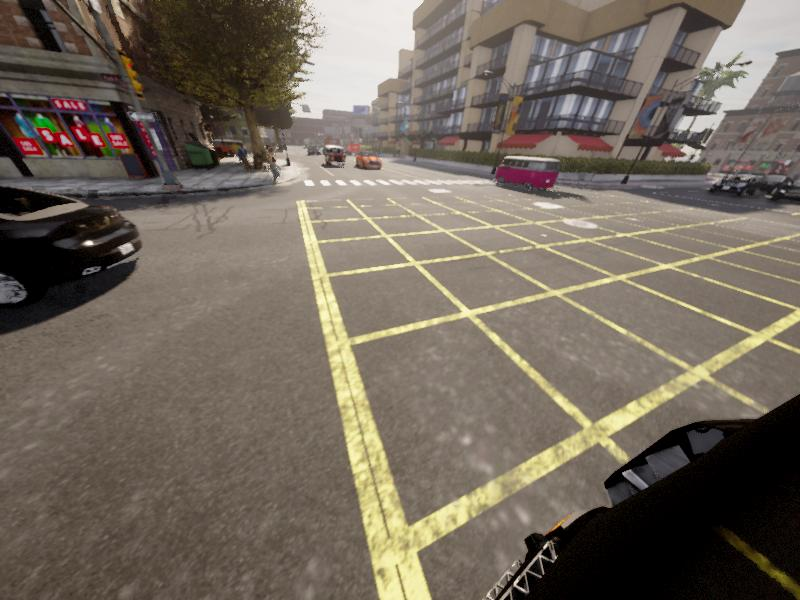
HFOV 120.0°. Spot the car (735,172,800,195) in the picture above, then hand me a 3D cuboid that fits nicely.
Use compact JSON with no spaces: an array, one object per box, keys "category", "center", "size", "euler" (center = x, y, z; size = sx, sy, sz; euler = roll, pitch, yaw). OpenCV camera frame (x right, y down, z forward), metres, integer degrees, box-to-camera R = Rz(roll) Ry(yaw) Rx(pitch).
[{"category":"car","center":[34.805,-11.010,21.767],"size":[5.238,1.638,1.930],"euler":[-11,36,-20]}]

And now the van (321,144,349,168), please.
[{"category":"van","center":[-7.474,-16.471,26.403],"size":[2.069,2.038,4.480],"euler":[-11,37,-20]}]

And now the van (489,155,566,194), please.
[{"category":"van","center":[8.896,-9.152,16.665],"size":[1.775,1.987,4.442],"euler":[-11,36,-20]}]

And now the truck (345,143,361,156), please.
[{"category":"truck","center":[-11.704,-37.663,57.688],"size":[2.627,2.467,5.204],"euler":[-11,36,-20]}]

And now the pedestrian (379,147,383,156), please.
[{"category":"pedestrian","center":[-4.548,-36.254,56.345],"size":[0.751,1.860,0.751],"euler":[-18,39,-29]}]

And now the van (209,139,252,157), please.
[{"category":"van","center":[-24.870,-22.376,34.045],"size":[4.442,1.987,1.775],"euler":[-8,35,-15]}]

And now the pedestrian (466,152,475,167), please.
[{"category":"pedestrian","center":[10.444,-20.852,34.243],"size":[0.751,1.860,0.751],"euler":[-11,36,-20]}]

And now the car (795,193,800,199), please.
[{"category":"car","center":[35.556,-9.163,18.822],"size":[4.605,1.855,1.932],"euler":[-11,36,-20]}]

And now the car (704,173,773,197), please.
[{"category":"car","center":[28.611,-9.766,19.566],"size":[3.806,1.475,1.970],"euler":[-11,36,-20]}]

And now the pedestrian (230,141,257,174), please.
[{"category":"pedestrian","center":[-10.727,-9.766,15.886],"size":[0.751,1.860,0.751],"euler":[15,35,18]}]

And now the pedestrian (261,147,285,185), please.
[{"category":"pedestrian","center":[-7.263,-7.681,13.274],"size":[0.751,1.860,0.751],"euler":[-10,36,-18]}]

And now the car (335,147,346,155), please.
[{"category":"car","center":[-14.492,-36.016,55.827],"size":[1.789,1.549,3.705],"euler":[-11,36,-20]}]

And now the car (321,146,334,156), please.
[{"category":"car","center":[-16.245,-33.341,51.697],"size":[1.837,1.490,4.892],"euler":[-11,37,-20]}]

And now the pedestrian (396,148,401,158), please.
[{"category":"pedestrian","center":[-0.343,-33.085,51.883],"size":[0.751,1.860,0.751],"euler":[-9,35,-17]}]

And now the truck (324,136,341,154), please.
[{"category":"truck","center":[-18.746,-42.884,63.800],"size":[2.891,3.827,8.468],"euler":[-11,36,-20]}]

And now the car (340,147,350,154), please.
[{"category":"car","center":[-15.859,-42.888,66.238],"size":[1.970,1.475,3.806],"euler":[-11,36,-20]}]

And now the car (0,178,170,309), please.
[{"category":"car","center":[-7.149,-0.836,3.333],"size":[4.892,1.490,1.837],"euler":[-7,34,-15]}]

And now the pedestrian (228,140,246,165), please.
[{"category":"pedestrian","center":[-15.117,-13.699,21.488],"size":[0.751,1.860,0.751],"euler":[-12,36,-21]}]

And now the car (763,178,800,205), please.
[{"category":"car","center":[29.763,-7.923,16.822],"size":[4.974,1.542,2.038],"euler":[-11,36,-20]}]

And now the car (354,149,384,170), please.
[{"category":"car","center":[-3.565,-16.053,26.305],"size":[2.097,1.767,4.553],"euler":[-11,36,-20]}]

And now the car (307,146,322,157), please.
[{"category":"car","center":[-16.757,-29.038,45.051],"size":[2.152,1.651,5.027],"euler":[-11,36,-20]}]
